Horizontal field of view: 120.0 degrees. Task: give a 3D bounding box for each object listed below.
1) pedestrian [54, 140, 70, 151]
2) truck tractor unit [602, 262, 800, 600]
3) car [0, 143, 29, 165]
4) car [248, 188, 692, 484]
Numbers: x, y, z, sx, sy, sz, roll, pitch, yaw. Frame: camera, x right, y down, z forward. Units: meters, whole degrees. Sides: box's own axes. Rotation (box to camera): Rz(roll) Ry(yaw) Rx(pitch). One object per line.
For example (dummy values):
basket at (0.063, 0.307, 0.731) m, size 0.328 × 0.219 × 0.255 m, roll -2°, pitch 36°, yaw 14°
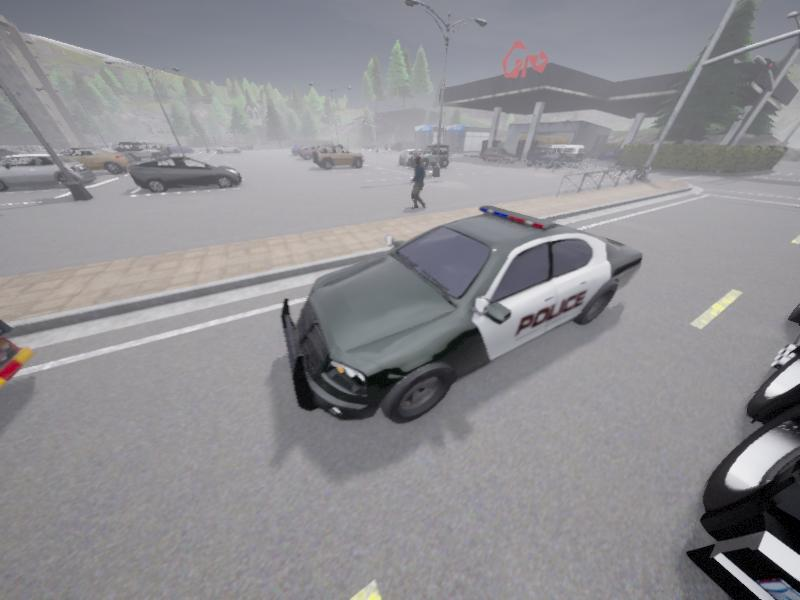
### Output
pedestrian at (-69.670, -31.855, 47.590) m, size 0.751 × 1.860 × 0.751 m, roll -5°, pitch 35°, yaw -8°
truck tractor unit at (5.106, -0.306, 0.784) m, size 6.516 × 4.208 × 3.053 m, roll -18°, pitch 39°, yaw -24°
car at (-44.433, -16.069, 25.387) m, size 1.905 × 1.878 × 3.866 m, roll -17°, pitch 38°, yaw -23°
car at (1.049, -0.327, 3.141) m, size 4.974 × 1.542 × 2.038 m, roll -17°, pitch 38°, yaw -23°
